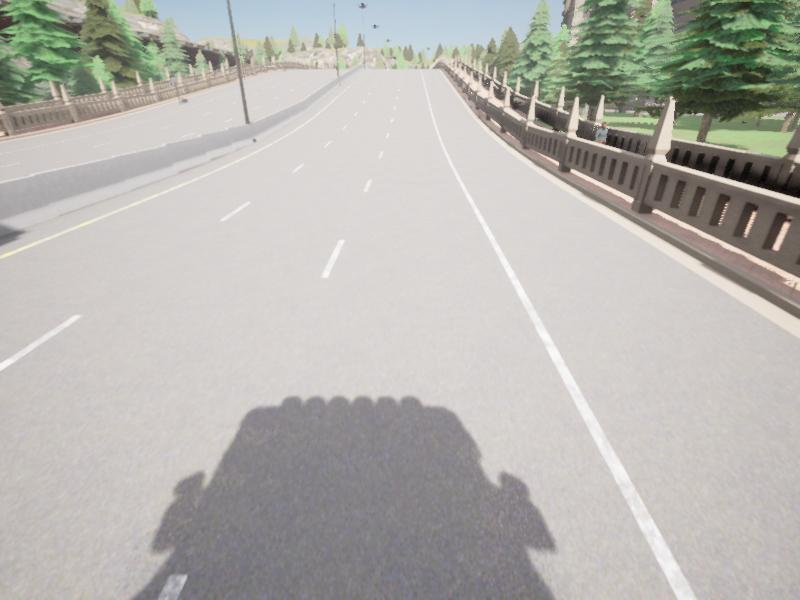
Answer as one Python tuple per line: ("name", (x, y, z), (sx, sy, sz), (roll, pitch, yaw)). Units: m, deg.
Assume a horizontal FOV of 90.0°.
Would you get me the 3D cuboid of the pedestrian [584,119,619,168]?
("pedestrian", (8.459, -6.608, 16.873), (0.751, 1.860, 0.751), (1, 27, 1))
